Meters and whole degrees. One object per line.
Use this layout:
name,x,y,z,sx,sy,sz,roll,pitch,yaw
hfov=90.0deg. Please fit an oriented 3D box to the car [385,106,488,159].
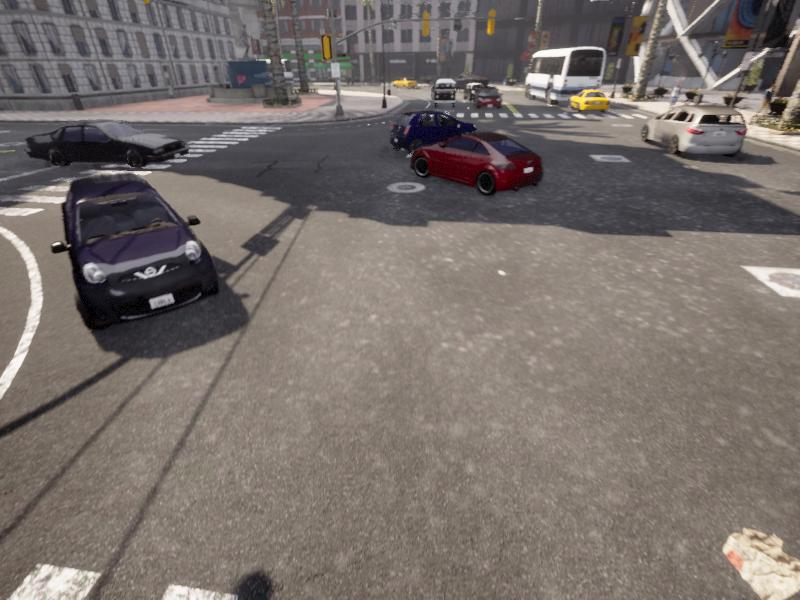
car,1.452,-6.867,16.243,3.633,1.501,1.845,-14,33,-22

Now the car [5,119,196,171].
car,-10.738,-5.726,14.622,5.357,1.411,2.033,3,30,6

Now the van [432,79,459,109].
van,3.884,-17.743,34.327,2.069,2.038,4.480,3,30,5

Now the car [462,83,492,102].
car,7.655,-20.832,40.107,1.970,1.475,3.806,-3,30,-4

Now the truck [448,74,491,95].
truck,8.585,-27.146,50.286,2.390,2.098,6.274,-10,32,-17

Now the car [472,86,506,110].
car,7.271,-16.703,33.041,2.163,1.488,4.792,3,30,5

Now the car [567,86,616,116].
car,13.903,-14.739,29.470,1.801,1.575,5.366,4,31,8

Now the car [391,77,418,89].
car,0.678,-34.781,63.999,1.801,1.575,5.366,-18,35,-27

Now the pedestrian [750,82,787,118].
pedestrian,22.095,-12.004,24.028,0.751,1.860,0.751,3,31,7

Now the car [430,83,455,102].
car,4.210,-20.876,40.184,1.845,1.501,3.633,-3,30,-4

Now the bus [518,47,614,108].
bus,14.430,-20.307,36.354,3.944,4.253,10.273,-1,31,-1

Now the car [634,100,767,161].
car,11.646,-6.925,16.042,2.242,1.667,4.611,4,31,8

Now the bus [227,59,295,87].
bus,-24.773,-40.766,72.001,10.273,4.253,3.944,4,31,8

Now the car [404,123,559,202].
car,2.186,-4.254,11.917,1.994,1.385,4.181,-21,36,-31

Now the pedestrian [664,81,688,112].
pedestrian,19.028,-14.085,27.641,0.751,1.860,0.751,10,32,17

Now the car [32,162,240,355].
car,-4.211,-0.977,6.251,1.845,1.501,3.633,-22,36,-32
